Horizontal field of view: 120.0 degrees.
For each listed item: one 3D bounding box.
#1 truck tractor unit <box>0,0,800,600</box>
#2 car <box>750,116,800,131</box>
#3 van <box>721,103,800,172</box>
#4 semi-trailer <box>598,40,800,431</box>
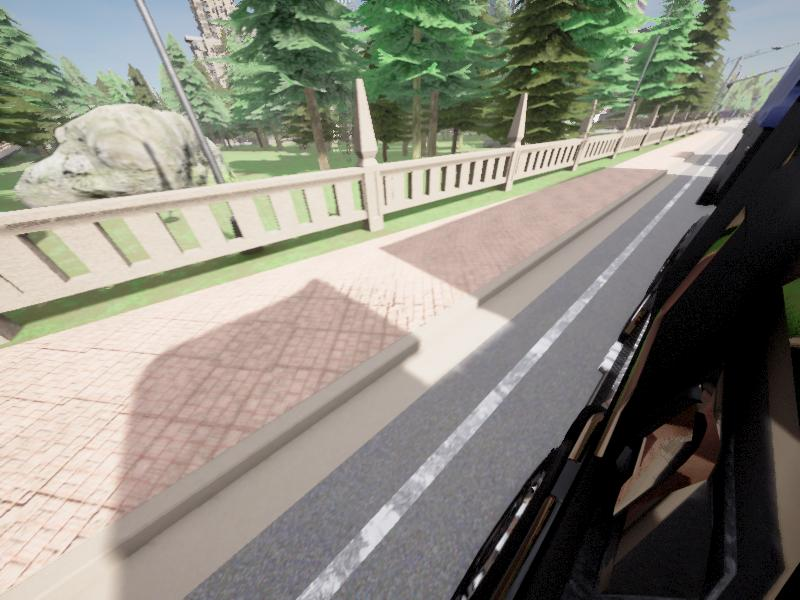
[{"bbox_3d":[2.645,-0.295,0.352,6.516,4.208,3.053,-28,44,-30],"label":"truck tractor unit"},{"bbox_3d":[53.320,-24.745,32.346,2.007,1.525,4.514,-27,43,-29],"label":"car"},{"bbox_3d":[19.267,-8.397,11.721,6.366,2.431,2.351,-28,44,-30],"label":"van"},{"bbox_3d":[8.698,-3.593,4.245,14.254,4.402,2.717,-28,44,-30],"label":"semi-trailer"}]
